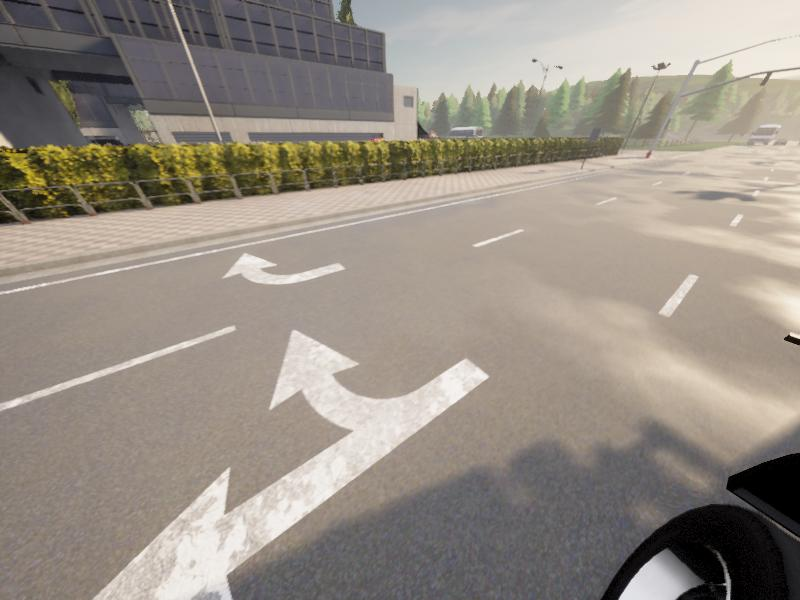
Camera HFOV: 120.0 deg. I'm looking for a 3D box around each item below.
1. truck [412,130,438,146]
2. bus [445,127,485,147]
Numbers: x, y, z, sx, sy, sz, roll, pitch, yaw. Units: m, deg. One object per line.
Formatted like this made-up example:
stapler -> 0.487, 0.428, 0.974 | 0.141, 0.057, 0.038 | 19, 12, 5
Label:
truck -> 7.382, -49.250, 70.278 | 2.891, 3.827, 8.468 | -22, 41, -28
bus -> 17.421, -44.509, 63.105 | 3.944, 4.253, 10.273 | -22, 41, -28
